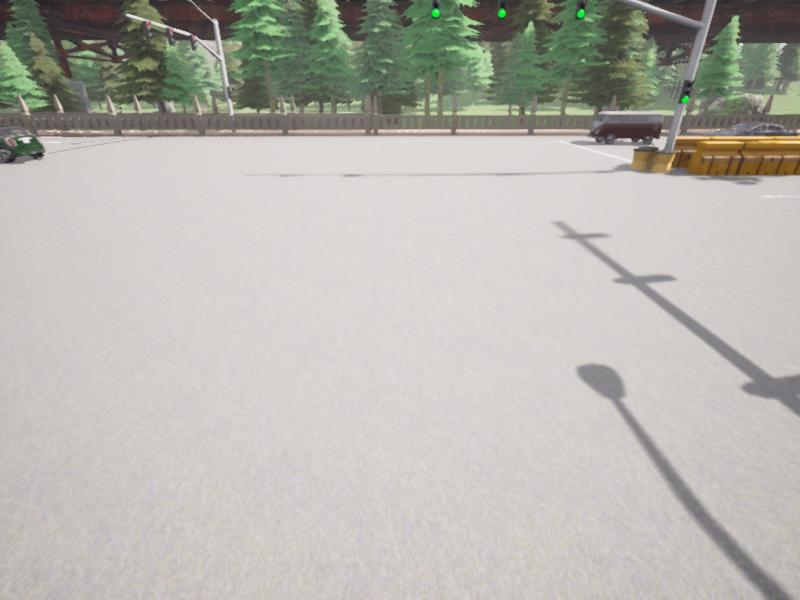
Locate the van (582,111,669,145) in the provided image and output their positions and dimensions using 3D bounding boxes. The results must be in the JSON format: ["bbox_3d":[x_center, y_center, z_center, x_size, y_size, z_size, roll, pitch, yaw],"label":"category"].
[{"bbox_3d":[14.982,-11.561,26.813,4.442,1.987,1.775,-1,27,-1],"label":"van"}]

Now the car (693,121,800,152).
[{"bbox_3d":[20.908,-9.817,23.955,4.902,1.511,2.128,-1,27,-1],"label":"car"}]

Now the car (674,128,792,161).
[{"bbox_3d":[17.142,-8.101,20.785,4.181,1.385,1.994,-1,27,-1],"label":"car"}]

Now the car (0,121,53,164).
[{"bbox_3d":[-20.576,-7.817,19.752,4.553,1.767,2.097,0,27,-1],"label":"car"}]
